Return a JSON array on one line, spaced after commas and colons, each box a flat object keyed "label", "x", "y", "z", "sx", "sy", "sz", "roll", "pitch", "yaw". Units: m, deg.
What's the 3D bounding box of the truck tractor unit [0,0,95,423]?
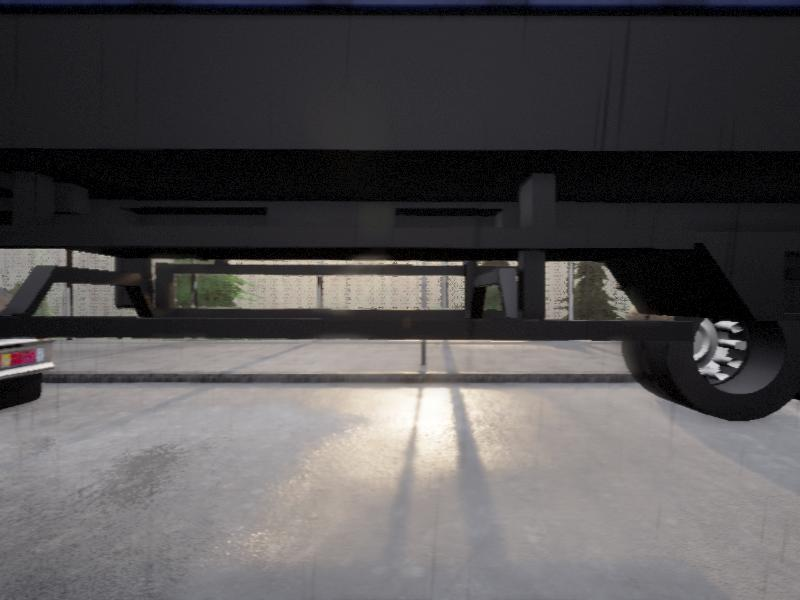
[{"label": "truck tractor unit", "x": -6.512, "y": -1.118, "z": 2.738, "sx": 6.516, "sy": 4.208, "sz": 3.053, "roll": 0, "pitch": 0, "yaw": 0}]

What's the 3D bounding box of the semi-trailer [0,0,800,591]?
[{"label": "semi-trailer", "x": 1.401, "y": -1.217, "z": 2.712, "sx": 14.254, "sy": 4.402, "sz": 2.717, "roll": 0, "pitch": 0, "yaw": 0}]
